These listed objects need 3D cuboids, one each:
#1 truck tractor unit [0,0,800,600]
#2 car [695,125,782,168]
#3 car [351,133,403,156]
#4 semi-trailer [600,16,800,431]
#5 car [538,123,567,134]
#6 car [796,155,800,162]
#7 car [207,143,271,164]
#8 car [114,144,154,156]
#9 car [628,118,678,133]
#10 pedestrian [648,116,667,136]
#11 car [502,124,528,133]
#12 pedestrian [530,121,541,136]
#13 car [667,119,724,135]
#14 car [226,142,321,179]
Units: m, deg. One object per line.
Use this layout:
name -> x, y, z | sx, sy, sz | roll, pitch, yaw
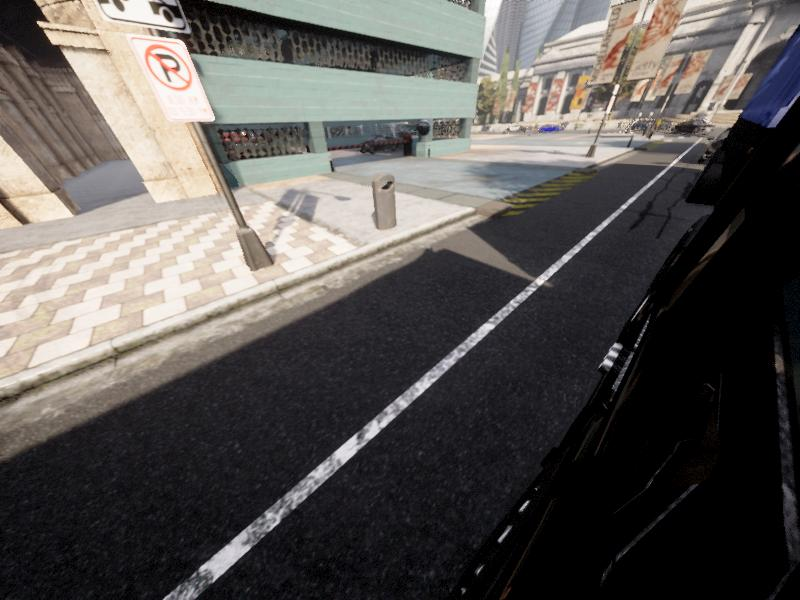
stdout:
truck tractor unit -> 2.645, -0.295, 0.351 | 6.516, 4.208, 3.053 | -28, 44, -30
car -> 17.571, -8.159, 12.160 | 4.892, 1.490, 1.837 | -30, 44, -31
car -> -2.192, -15.916, 23.559 | 4.902, 1.511, 2.128 | -30, 44, -31
semi-trailer -> 8.572, -3.692, 4.341 | 14.254, 4.402, 2.717 | -30, 44, -31
car -> 30.100, -33.938, 45.757 | 1.816, 1.474, 4.193 | -30, 44, -31
car -> 19.785, -6.755, 9.827 | 4.605, 1.855, 1.932 | -30, 44, -31
car -> -15.493, -14.298, 22.403 | 4.718, 1.301, 1.895 | -30, 44, -31
car -> -48.523, -27.516, 42.252 | 4.674, 1.442, 1.812 | -30, 45, -31
car -> 39.950, -27.649, 36.610 | 2.033, 1.649, 4.856 | -29, 44, -31
pedestrian -> 30.515, -20.651, 27.392 | 0.751, 1.860, 0.751 | -30, 45, -32
car -> 27.890, -41.697, 56.151 | 2.038, 1.542, 4.974 | -29, 44, -31
pedestrian -> 21.458, -27.065, 36.528 | 0.751, 1.860, 0.751 | -22, 41, -24
car -> 36.925, -21.739, 29.075 | 1.812, 1.442, 4.674 | 3, 37, 7
car -> -8.061, -9.221, 15.072 | 4.786, 1.482, 2.161 | -30, 44, -31
